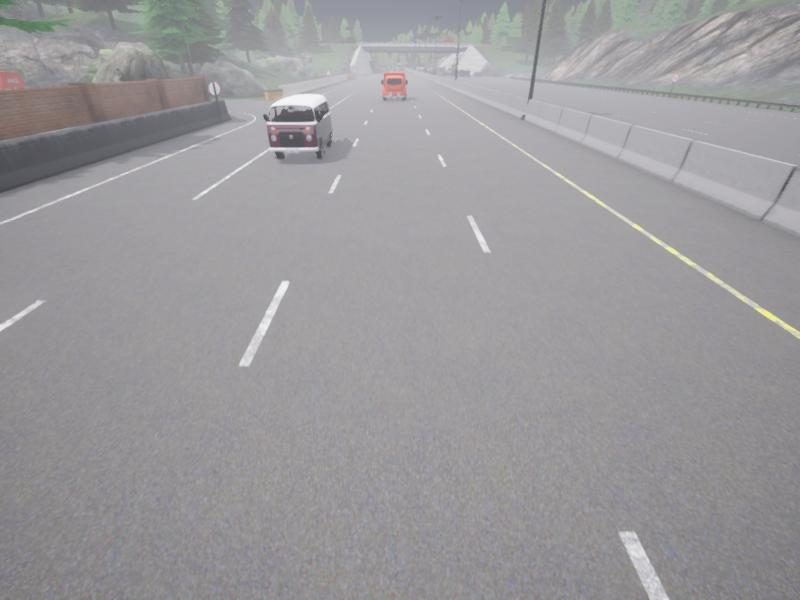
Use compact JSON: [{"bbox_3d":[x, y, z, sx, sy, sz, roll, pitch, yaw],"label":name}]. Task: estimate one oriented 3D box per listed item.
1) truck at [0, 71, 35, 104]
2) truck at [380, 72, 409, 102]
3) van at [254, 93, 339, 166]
[{"bbox_3d":[-36.501,-18.866,35.428,5.204,2.467,2.627,0,30,0],"label":"truck"},{"bbox_3d":[-0.551,-21.138,39.598,2.627,2.467,5.204,0,30,-1],"label":"truck"},{"bbox_3d":[-3.725,-6.722,15.442,2.069,2.038,4.480,0,30,-1],"label":"van"}]
